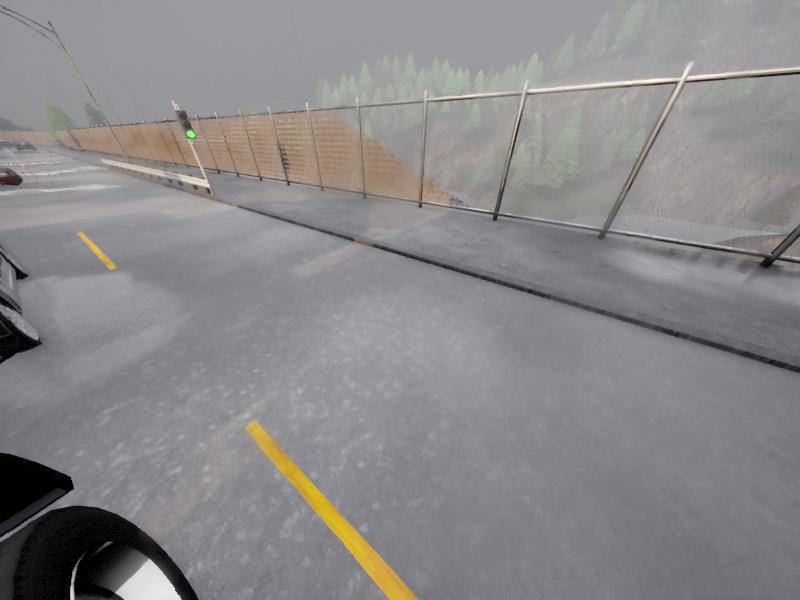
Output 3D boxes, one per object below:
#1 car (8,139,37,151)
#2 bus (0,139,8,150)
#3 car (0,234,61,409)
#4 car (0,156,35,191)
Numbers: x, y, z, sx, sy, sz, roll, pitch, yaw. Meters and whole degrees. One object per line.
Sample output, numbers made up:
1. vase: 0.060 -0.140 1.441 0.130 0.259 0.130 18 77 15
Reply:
1. car: -70.267 -28.927 42.977 4.553 1.767 2.097 22 41 28
2. bus: -82.513 -32.184 45.379 10.273 4.253 3.944 22 41 28
3. car: -6.539 -0.172 2.720 5.238 1.638 1.930 22 41 28
4. car: -22.106 -6.068 11.201 4.181 1.385 1.994 -11 36 -15
